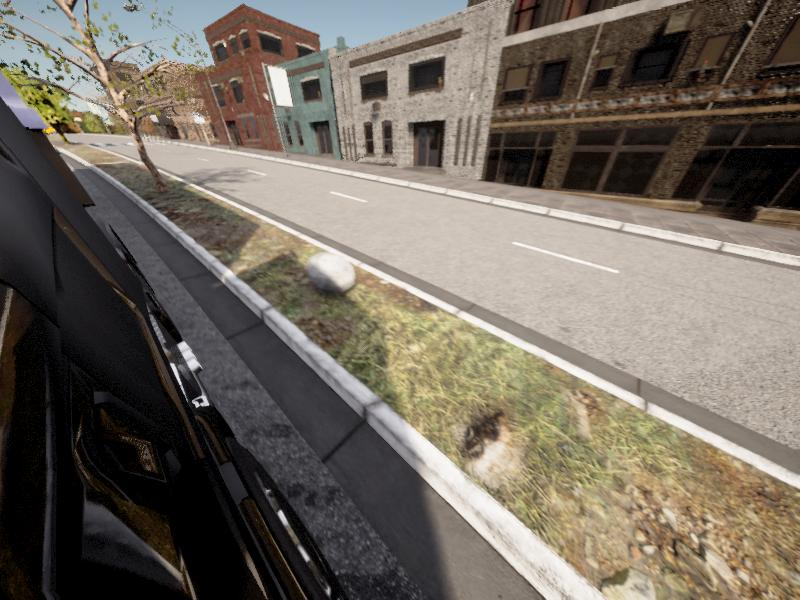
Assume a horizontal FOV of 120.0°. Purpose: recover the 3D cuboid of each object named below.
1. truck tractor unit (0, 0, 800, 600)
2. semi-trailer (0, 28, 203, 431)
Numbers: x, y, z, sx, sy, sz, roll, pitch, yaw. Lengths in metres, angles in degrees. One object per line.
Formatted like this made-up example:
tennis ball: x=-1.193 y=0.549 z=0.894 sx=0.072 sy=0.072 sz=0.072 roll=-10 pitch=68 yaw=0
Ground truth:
truck tractor unit: x=-2.645 y=-0.295 z=0.351 sx=6.516 sy=4.208 sz=3.053 roll=28 pitch=44 yaw=30
semi-trailer: x=-8.793 y=-3.522 z=4.158 sx=14.254 sy=4.402 sz=2.717 roll=27 pitch=43 yaw=29
